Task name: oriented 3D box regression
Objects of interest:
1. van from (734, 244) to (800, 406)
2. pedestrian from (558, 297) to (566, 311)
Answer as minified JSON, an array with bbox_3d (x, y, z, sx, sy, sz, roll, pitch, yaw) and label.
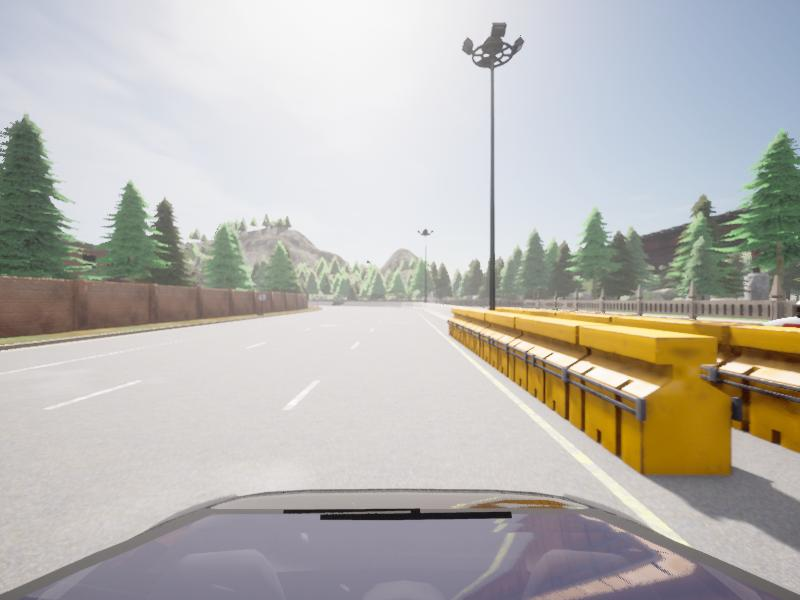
[{"bbox_3d":[7.147,0.381,4.009,2.351,2.431,6.366,0,0,1],"label":"van"},{"bbox_3d":[21.764,0.520,53.856,0.751,1.860,0.751,0,0,-1],"label":"pedestrian"}]
